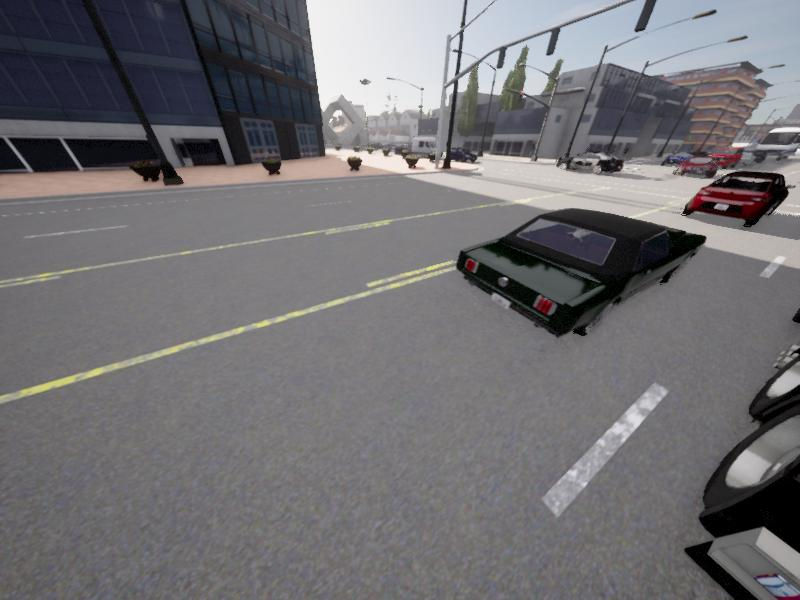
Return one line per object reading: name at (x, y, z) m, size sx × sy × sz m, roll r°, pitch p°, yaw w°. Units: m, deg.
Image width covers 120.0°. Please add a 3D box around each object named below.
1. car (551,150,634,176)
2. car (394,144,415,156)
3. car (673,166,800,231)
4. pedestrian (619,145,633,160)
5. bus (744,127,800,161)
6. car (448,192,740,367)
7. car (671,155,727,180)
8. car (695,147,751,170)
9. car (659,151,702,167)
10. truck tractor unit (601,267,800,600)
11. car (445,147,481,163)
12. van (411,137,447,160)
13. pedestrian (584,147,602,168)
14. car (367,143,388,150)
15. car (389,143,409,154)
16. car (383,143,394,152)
car at (16.756, -12.293, 20.555) m, size 1.930 × 1.638 × 5.238 m, roll -13°, pitch 37°, yaw -19°
car at (0.653, -25.055, 38.622) m, size 1.845 × 1.501 × 3.633 m, roll -17°, pitch 39°, yaw -25°
car at (12.322, -3.804, 8.328) m, size 4.193 × 1.474 × 1.816 m, roll -18°, pitch 39°, yaw -25°
pedestrian at (34.673, -22.610, 35.475) m, size 0.751 × 1.860 × 0.751 m, roll -24°, pitch 42°, yaw -32°
bus at (62.504, -25.511, 37.804) m, size 10.273 × 4.253 × 3.944 m, roll -18°, pitch 39°, yaw -24°
car at (3.382, -0.841, 4.091) m, size 4.718 × 1.301 × 1.895 m, roll -18°, pitch 39°, yaw -24°
car at (24.618, -11.114, 19.242) m, size 1.812 × 1.442 × 4.674 m, roll 25°, pitch 41°, yaw 30°
car at (37.519, -16.500, 26.827) m, size 5.566 × 2.045 × 2.150 m, roll -18°, pitch 39°, yaw -24°
car at (35.759, -18.034, 29.458) m, size 5.008 × 1.535 × 1.882 m, roll -17°, pitch 39°, yaw -25°
truck tractor unit at (5.116, -0.296, 0.771) m, size 6.516 × 4.208 × 3.053 m, roll -18°, pitch 39°, yaw -24°
car at (7.661, -17.935, 28.568) m, size 1.816 × 1.474 × 4.193 m, roll -17°, pitch 39°, yaw -24°
van at (4.006, -22.129, 33.596) m, size 1.988 × 2.561 × 5.915 m, roll -17°, pitch 39°, yaw -24°
pedestrian at (20.866, -15.495, 25.066) m, size 0.751 × 1.860 × 0.751 m, roll 16°, pitch 37°, yaw 21°
car at (-5.836, -40.683, 61.201) m, size 5.357 × 1.411 × 2.033 m, roll -26°, pitch 43°, yaw -34°
car at (-0.252, -30.640, 46.595) m, size 1.930 × 1.638 × 5.238 m, roll -14°, pitch 37°, yaw -21°
car at (-2.581, -34.748, 52.625) m, size 1.816 × 1.474 × 4.193 m, roll -6°, pitch 35°, yaw -11°
